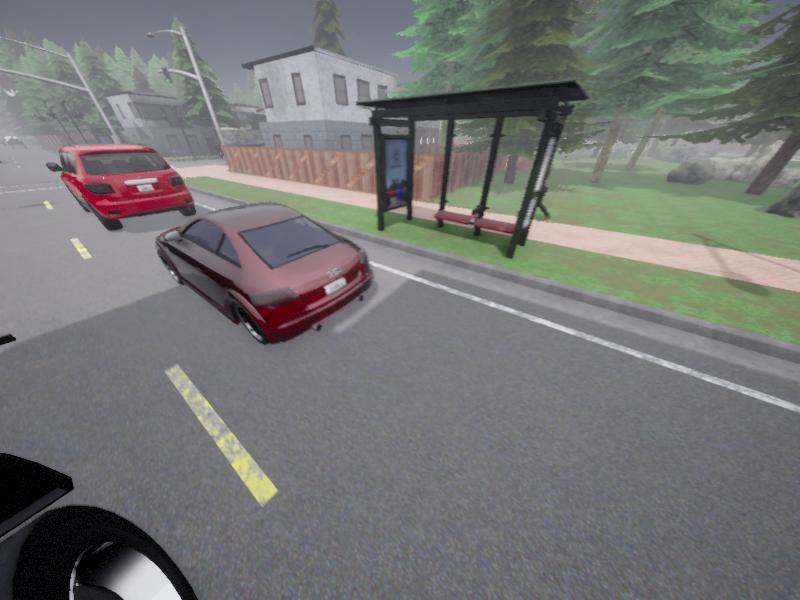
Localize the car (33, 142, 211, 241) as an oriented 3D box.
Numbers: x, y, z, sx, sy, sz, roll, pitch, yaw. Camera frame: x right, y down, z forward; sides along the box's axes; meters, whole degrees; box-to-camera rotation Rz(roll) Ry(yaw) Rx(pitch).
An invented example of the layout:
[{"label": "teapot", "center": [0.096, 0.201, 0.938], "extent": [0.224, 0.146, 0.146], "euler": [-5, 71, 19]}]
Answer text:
[{"label": "car", "center": [-9.026, -3.830, 7.503], "extent": [5.566, 2.045, 2.150], "euler": [22, 41, 28]}]

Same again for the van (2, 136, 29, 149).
[{"label": "van", "center": [-78.201, -32.009, 46.969], "extent": [4.480, 2.038, 2.069], "euler": [22, 41, 28]}]

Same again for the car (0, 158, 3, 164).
[{"label": "car", "center": [-40.485, -13.908, 22.150], "extent": [4.181, 1.385, 1.994], "euler": [22, 41, 28]}]

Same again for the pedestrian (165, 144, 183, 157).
[{"label": "pedestrian", "center": [-26.555, -17.578, 27.189], "extent": [0.751, 1.300, 0.751], "euler": [2, 35, 2]}]

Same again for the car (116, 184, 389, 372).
[{"label": "car", "center": [-2.480, -0.886, 3.964], "extent": [4.181, 1.385, 1.994], "euler": [22, 41, 28]}]

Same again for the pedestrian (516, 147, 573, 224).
[{"label": "pedestrian", "center": [4.141, -3.299, 6.707], "extent": [0.751, 1.860, 0.751], "euler": [23, 41, 28]}]

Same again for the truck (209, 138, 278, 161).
[{"label": "truck", "center": [-18.395, -18.117, 27.631], "extent": [2.390, 2.098, 6.274], "euler": [16, 38, 21]}]

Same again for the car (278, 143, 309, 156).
[{"label": "car", "center": [-15.316, -21.817, 33.402], "extent": [1.845, 1.501, 3.633], "euler": [12, 37, 16]}]
